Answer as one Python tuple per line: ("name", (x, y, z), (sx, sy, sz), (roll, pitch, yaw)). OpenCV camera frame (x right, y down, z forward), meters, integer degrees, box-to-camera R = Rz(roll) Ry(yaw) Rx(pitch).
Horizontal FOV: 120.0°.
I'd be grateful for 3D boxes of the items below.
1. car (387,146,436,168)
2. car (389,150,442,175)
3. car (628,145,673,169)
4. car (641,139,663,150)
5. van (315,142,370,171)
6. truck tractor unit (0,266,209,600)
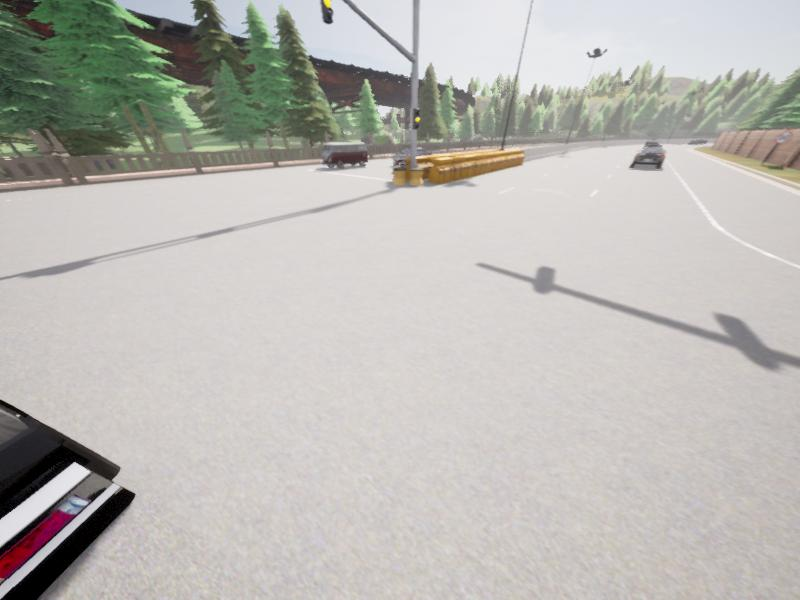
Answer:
("car", (1.233, -14.165, 22.773), (2.128, 1.511, 4.902), (26, 43, 33))
("car", (1.313, -11.088, 18.521), (1.994, 1.385, 4.181), (26, 43, 33))
("car", (21.889, -12.664, 20.286), (2.038, 1.542, 4.974), (26, 43, 33))
("car", (48.797, -30.210, 44.698), (5.238, 1.638, 1.930), (-29, 43, -34))
("van", (-5.088, -13.194, 21.083), (1.775, 1.987, 4.442), (26, 43, 33))
("truck tractor unit", (-5.283, -0.074, 0.479), (6.516, 4.208, 3.053), (10, 36, 15))
